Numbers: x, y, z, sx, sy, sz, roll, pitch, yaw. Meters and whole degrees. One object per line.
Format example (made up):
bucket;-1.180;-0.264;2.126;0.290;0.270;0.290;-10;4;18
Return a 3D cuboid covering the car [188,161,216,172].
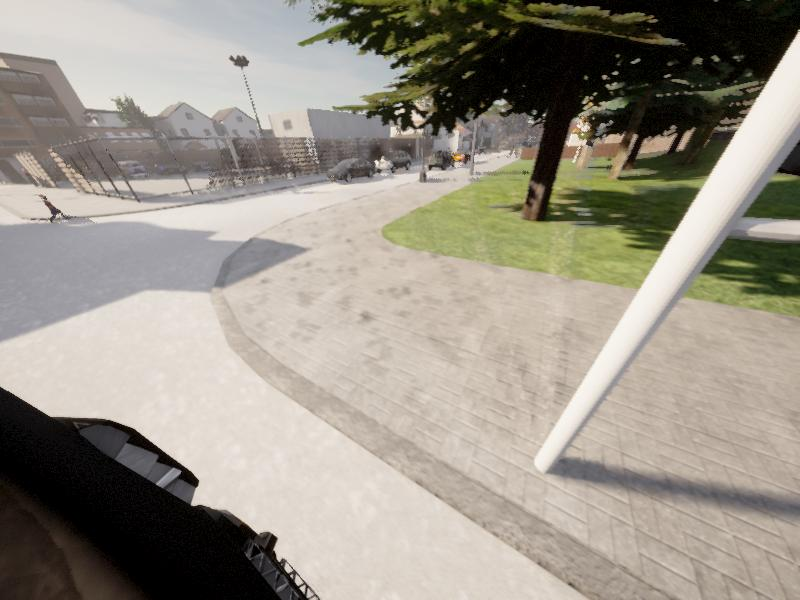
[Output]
car;-32.157;-21.724;37.576;3.633;1.501;1.845;16;38;26

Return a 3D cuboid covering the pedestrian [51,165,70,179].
pedestrian;-54.256;-20.452;36.961;0.751;1.860;0.751;8;35;17

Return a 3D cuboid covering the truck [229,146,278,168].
truck;-32.941;-32.712;52.591;2.891;3.827;8.468;16;38;26

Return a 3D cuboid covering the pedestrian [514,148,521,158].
pedestrian;16.782;-21.025;33.013;0.500;1.100;0.500;-26;40;-31

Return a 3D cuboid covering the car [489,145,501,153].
car;24.001;-38.024;58.274;1.816;1.474;4.193;16;38;26

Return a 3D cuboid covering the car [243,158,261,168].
car;-26.943;-24.860;41.954;2.207;1.379;1.481;16;38;26

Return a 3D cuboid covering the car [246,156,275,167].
car;-26.402;-26.156;43.671;4.611;1.667;2.242;16;38;26

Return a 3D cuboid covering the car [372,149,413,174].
car;-0.604;-14.143;23.551;1.932;1.855;4.605;16;38;26

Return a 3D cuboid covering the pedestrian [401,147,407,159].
pedestrian;0.824;-29.043;45.595;0.751;1.860;0.751;19;39;29

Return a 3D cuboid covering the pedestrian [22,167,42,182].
pedestrian;-55.449;-18.956;34.805;0.751;1.860;0.751;18;39;28

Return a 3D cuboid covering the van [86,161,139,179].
van;-44.850;-20.379;36.206;2.069;2.038;4.480;16;38;26

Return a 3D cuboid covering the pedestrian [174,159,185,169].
pedestrian;-47.178;-29.092;49.410;0.751;1.860;0.751;17;38;27

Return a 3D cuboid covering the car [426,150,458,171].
car;4.422;-14.585;24.070;1.851;1.617;3.988;16;38;26

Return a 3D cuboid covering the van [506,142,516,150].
van;36.359;-50.447;75.485;2.069;2.038;4.480;16;38;26

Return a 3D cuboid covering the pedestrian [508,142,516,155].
pedestrian;19.548;-26.467;40.288;0.751;1.860;0.751;19;39;29

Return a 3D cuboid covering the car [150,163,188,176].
car;-34.155;-19.247;34.120;5.357;1.415;2.033;16;38;26

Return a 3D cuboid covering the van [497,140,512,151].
van;30.130;-44.486;66.648;2.351;2.431;6.366;16;38;26

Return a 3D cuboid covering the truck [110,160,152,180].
truck;-36.305;-17.581;31.220;4.478;2.038;2.069;16;38;26

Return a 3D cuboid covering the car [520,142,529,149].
car;39.849;-49.419;73.818;1.905;1.878;3.866;16;38;26

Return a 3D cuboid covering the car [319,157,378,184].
car;-3.981;-10.721;19.018;1.837;1.490;4.892;16;38;26

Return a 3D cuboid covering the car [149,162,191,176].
car;-33.906;-19.379;34.171;1.789;1.547;3.705;16;38;26

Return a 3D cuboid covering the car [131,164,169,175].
car;-45.457;-23.893;42.130;1.994;1.385;4.181;17;38;26

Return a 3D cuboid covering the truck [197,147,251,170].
truck;-38.640;-31.507;51.219;2.891;3.827;8.468;16;38;26

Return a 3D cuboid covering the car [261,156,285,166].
car;-25.438;-27.857;46.275;4.193;1.474;1.816;16;38;26

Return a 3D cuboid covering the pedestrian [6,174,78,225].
pedestrian;-15.061;-4.252;9.784;0.751;1.860;0.751;15;38;25

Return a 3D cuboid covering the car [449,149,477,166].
car;7.819;-17.747;28.630;2.007;1.525;4.514;15;38;25

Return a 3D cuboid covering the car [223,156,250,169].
car;-28.786;-24.176;40.690;3.866;1.878;1.905;16;38;26

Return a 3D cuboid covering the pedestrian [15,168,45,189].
pedestrian;-38.541;-12.684;24.087;0.751;1.860;0.751;16;38;26
